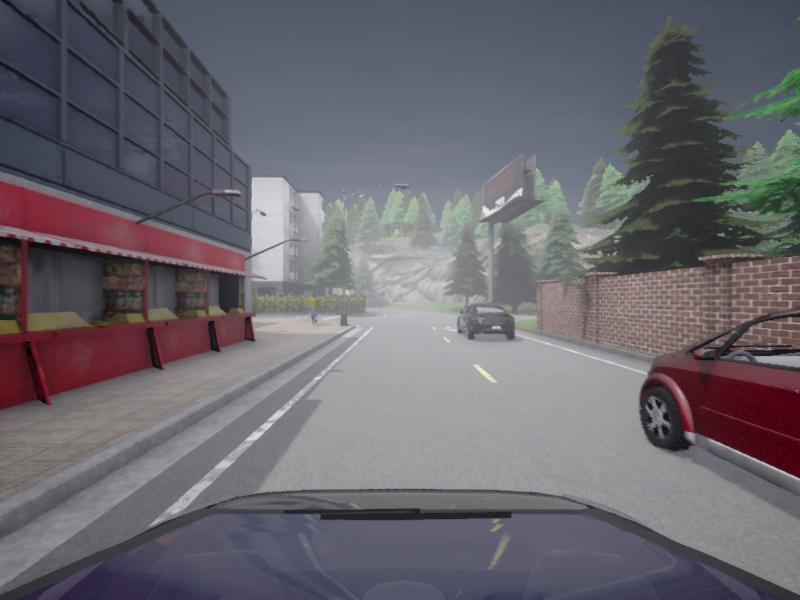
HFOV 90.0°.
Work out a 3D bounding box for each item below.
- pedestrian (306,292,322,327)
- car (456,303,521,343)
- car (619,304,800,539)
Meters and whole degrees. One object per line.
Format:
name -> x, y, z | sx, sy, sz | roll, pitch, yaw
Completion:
pedestrian -> -4.658, 0.485, 21.733 | 0.751, 1.860, 0.751 | 0, 0, -6
car -> 3.628, 0.869, 17.271 | 1.812, 1.442, 4.674 | 0, 0, 0
car -> 3.549, 0.812, 3.002 | 1.789, 1.549, 3.705 | 0, 0, 0
